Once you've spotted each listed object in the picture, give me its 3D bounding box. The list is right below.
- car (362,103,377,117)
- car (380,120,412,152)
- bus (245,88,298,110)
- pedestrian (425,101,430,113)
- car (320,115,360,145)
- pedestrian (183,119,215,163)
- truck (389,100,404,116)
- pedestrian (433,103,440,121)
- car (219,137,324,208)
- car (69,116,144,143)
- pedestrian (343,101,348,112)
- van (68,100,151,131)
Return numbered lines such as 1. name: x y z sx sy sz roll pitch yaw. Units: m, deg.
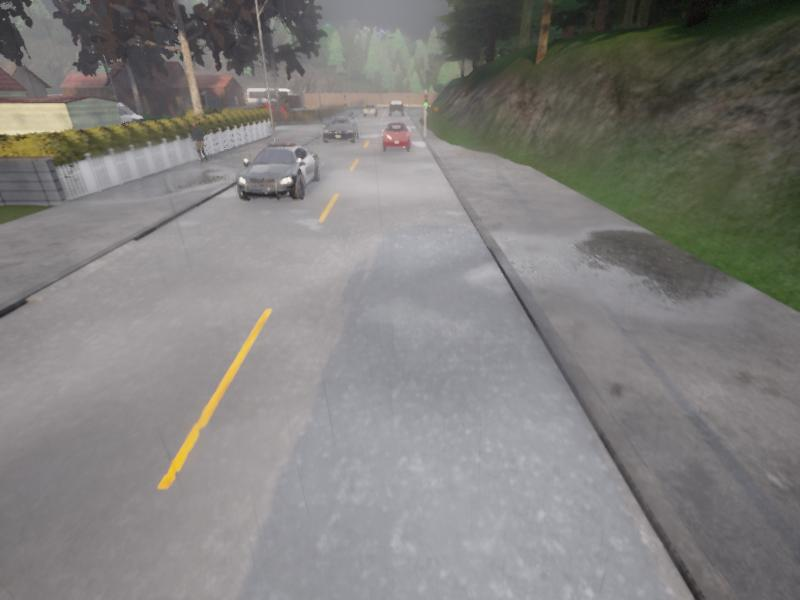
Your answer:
1. car: -4.548 -29.073 61.083 1.932 1.855 4.605 0 27 0
2. car: -0.220 -10.241 24.846 1.845 1.501 3.633 0 27 0
3. bus: -28.623 -45.128 89.815 10.273 4.253 3.944 0 27 0
4. pedestrian: 4.660 -32.865 68.129 0.751 1.860 0.751 6 28 12
5. car: -4.156 -12.272 28.717 2.152 1.651 5.027 -1 27 -1
6. pedestrian: -9.572 -7.585 19.101 0.751 1.860 0.751 0 27 0
7. truck: -0.578 -30.893 64.345 2.390 2.098 6.274 0 27 0
8. pedestrian: 4.338 -22.320 47.560 0.751 1.860 0.751 3 27 6
9. car: -4.125 -4.599 13.909 2.038 1.542 4.974 0 27 0
10. car: -20.034 -11.775 27.547 1.994 1.381 4.181 0 27 0
11. pedestrian: -9.786 -34.670 71.725 0.751 1.860 0.751 -1 27 -1
12. van: -28.164 -17.992 38.983 5.915 2.561 1.988 0 27 0
